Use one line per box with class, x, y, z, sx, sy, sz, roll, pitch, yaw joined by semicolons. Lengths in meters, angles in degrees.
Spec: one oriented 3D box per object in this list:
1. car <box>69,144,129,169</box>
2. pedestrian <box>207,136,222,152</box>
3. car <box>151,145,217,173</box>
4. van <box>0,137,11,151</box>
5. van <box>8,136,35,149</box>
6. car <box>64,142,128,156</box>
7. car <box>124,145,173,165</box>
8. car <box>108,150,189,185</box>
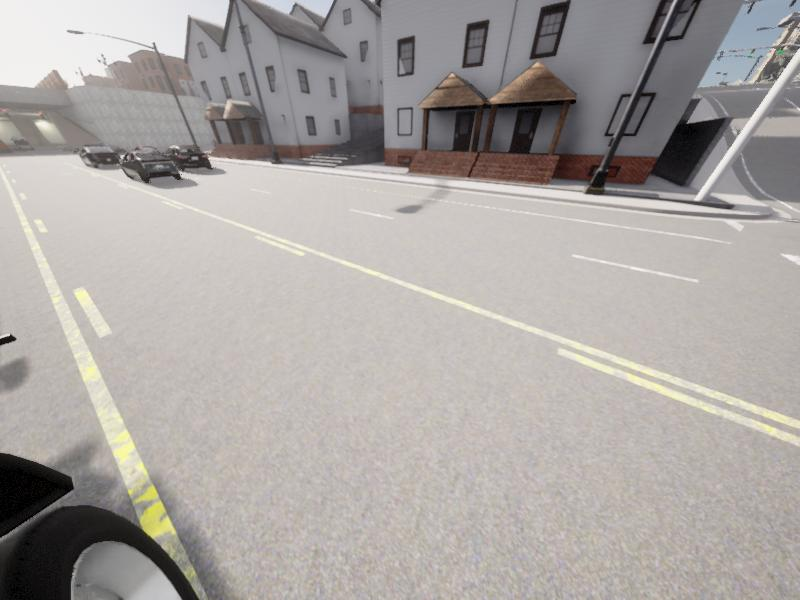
car;-26.560;-12.736;20.377;5.238;1.638;1.930;21;40;26
pedestrian;-26.256;-22.120;32.789;0.751;1.860;0.751;10;36;13
car;-17.536;-11.578;18.798;4.611;1.667;2.242;22;40;28
van;-69.937;-27.031;39.977;4.442;1.987;1.775;21;40;26
van;-78.255;-32.600;47.784;4.480;2.038;2.069;23;41;29
car;-42.621;-21.360;32.595;4.974;1.542;2.038;-18;38;-24
car;-25.547;-14.765;23.455;4.674;1.442;1.812;21;40;26
car;-15.484;-8.265;14.224;4.514;1.525;2.007;22;40;27
